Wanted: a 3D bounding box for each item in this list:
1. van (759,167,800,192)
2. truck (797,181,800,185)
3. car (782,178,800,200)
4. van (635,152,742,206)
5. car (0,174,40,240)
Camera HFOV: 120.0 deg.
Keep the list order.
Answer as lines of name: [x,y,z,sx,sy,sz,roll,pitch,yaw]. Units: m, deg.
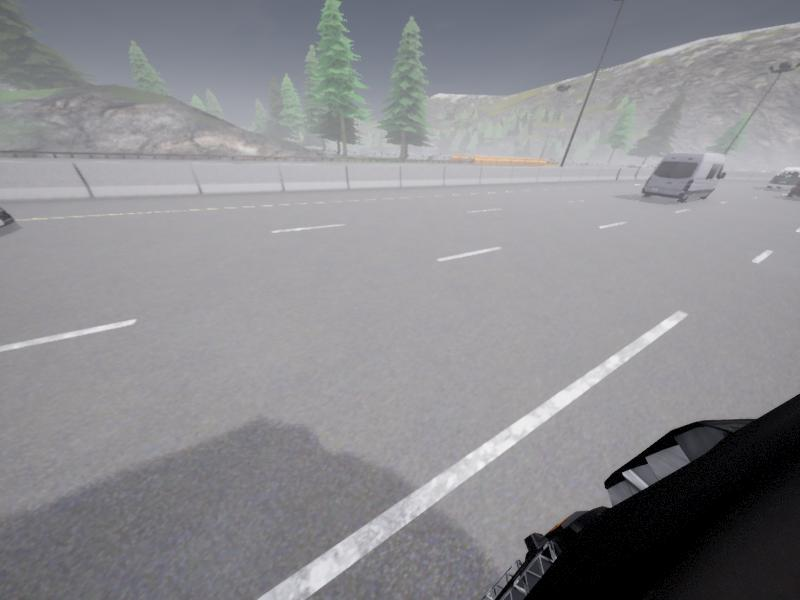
van: [40.218,-12.294,23.554,4.480,2.038,2.069,-10,35,-18]
truck: [59.388,-16.768,31.649,6.274,2.098,2.390,-4,34,-11]
car: [32.869,-8.646,17.985,5.008,1.535,1.882,-12,36,-21]
van: [18.060,-7.668,14.498,5.915,2.561,1.988,-15,38,-24]
car: [-11.268,-1.667,4.073,4.611,1.667,2.242,-15,38,-25]
